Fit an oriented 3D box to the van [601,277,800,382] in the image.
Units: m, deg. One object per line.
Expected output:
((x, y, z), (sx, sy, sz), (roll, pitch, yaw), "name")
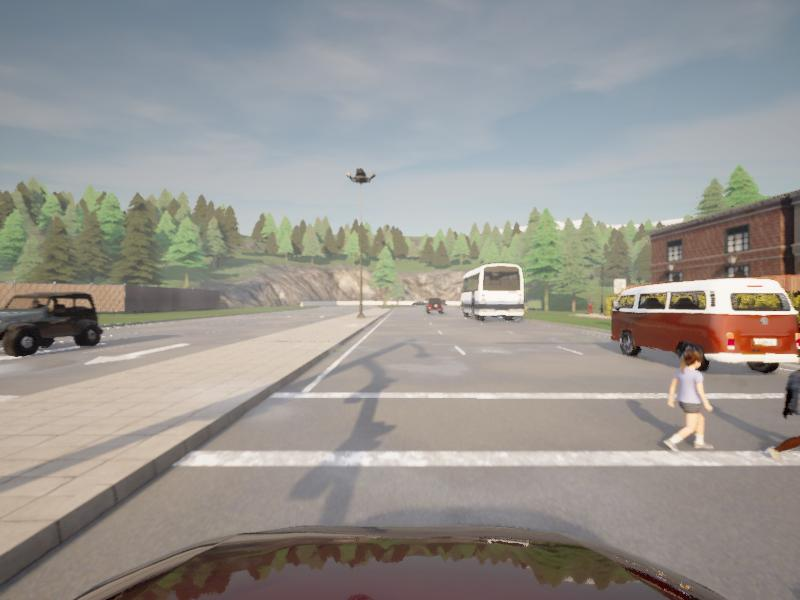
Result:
((7.187, 0.584, 10.016), (2.069, 2.038, 4.480), (0, 0, 0), "van")

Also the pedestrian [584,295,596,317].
((16.340, 0.536, 34.414), (0.751, 1.860, 0.751), (0, 0, 2), "pedestrian")

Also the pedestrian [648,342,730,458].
((3.034, 1.024, 4.237), (0.500, 1.100, 0.500), (0, 0, -1), "pedestrian")

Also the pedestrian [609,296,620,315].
((21.098, 0.543, 39.343), (0.751, 1.860, 0.751), (0, 0, -42), "pedestrian")

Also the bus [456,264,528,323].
((7.322, -0.485, 33.909), (3.944, 4.253, 10.273), (0, 0, 1), "bus")

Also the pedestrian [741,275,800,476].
((4.081, 0.700, 4.004), (0.751, 1.860, 0.751), (0, 0, 12), "pedestrian")

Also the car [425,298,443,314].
((4.134, 0.716, 48.554), (1.905, 1.878, 3.866), (0, 0, 1), "car")

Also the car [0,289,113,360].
((-11.338, 0.665, 12.493), (1.905, 1.878, 3.866), (0, 0, 1), "car")
